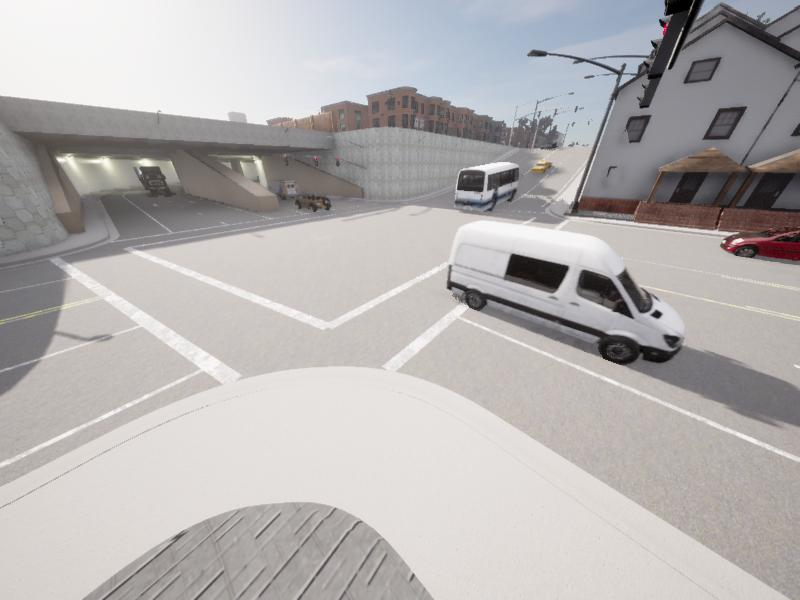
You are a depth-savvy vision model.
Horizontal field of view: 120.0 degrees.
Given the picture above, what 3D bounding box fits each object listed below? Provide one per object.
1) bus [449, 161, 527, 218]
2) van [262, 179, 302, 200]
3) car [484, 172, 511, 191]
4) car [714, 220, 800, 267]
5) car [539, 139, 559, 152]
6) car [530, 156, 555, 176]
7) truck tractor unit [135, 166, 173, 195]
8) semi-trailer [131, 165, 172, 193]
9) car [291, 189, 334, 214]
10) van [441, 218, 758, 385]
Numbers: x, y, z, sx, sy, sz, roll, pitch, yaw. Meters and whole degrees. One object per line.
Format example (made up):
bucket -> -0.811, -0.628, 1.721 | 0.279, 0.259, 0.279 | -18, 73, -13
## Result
bus -> 10.037, -12.826, 26.033 | 3.944, 4.253, 10.273 | 24, 42, 35
van -> -17.844, -16.758, 34.909 | 6.366, 2.431, 2.351 | 23, 37, 34
car -> 14.917, -18.195, 35.344 | 2.007, 1.525, 4.514 | 24, 48, 35
car -> 19.574, -2.789, 11.609 | 3.988, 1.617, 1.851 | 24, 38, 35
car -> 31.873, -33.042, 49.316 | 2.152, 1.651, 5.027 | 23, 46, 35
car -> 23.497, -22.200, 38.120 | 1.801, 1.575, 5.366 | 24, 51, 35
truck tractor unit -> -43.508, -21.326, 41.030 | 3.053, 4.208, 6.516 | -25, 38, -36
semi-trailer -> -49.311, -24.097, 45.630 | 14.254, 4.402, 2.717 | 24, 38, 35
car -> -9.503, -10.731, 25.028 | 4.605, 1.855, 1.932 | 24, 37, 33
van -> 4.365, -0.587, 6.800 | 5.915, 2.561, 1.988 | 24, 37, 35
